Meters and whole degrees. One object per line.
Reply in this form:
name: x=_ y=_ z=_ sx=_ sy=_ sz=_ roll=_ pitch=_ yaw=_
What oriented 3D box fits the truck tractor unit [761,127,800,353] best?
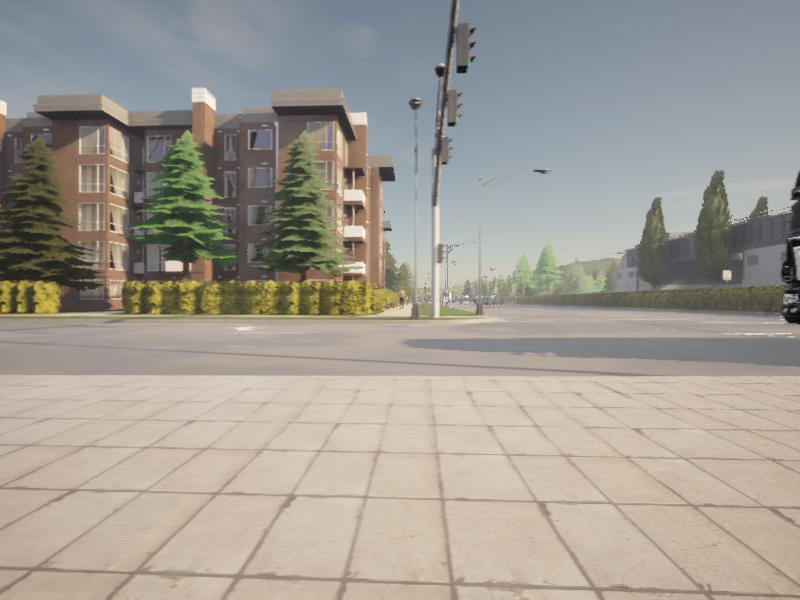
truck tractor unit: x=10.699 y=-1.100 z=6.718 sx=6.516 sy=4.208 sz=3.053 roll=0 pitch=0 yaw=0

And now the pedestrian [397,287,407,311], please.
pedestrian: x=0.147 y=-0.113 z=31.526 sx=0.751 sy=1.860 sz=0.751 roll=0 pitch=0 yaw=3
